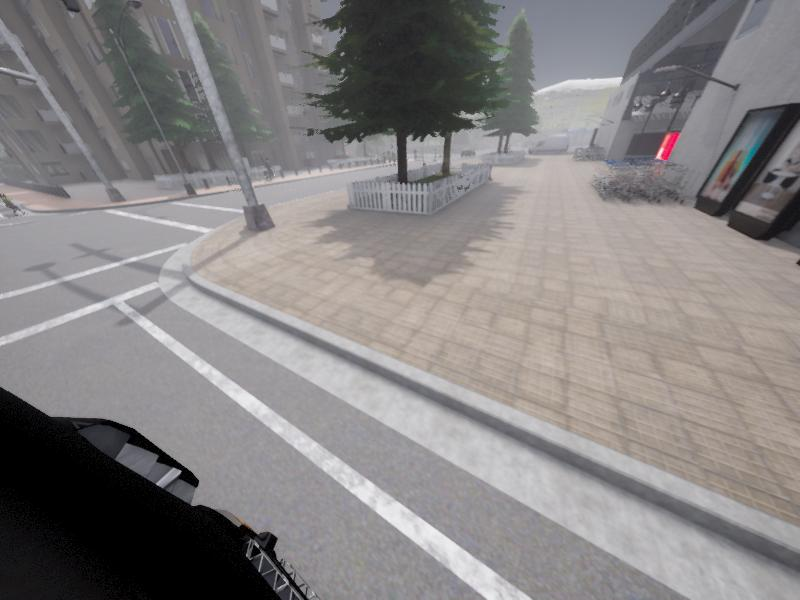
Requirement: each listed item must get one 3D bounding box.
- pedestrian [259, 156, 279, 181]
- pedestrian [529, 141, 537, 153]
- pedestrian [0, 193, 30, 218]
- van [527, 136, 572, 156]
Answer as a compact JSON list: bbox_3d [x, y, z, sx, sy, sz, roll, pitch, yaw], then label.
[{"bbox_3d":[-11.448,-11.488,20.243,0.751,1.860,0.751,15,37,25],"label":"pedestrian"},{"bbox_3d":[24.967,-28.769,43.491,0.751,1.860,0.751,8,35,16],"label":"pedestrian"},{"bbox_3d":[-19.918,-4.846,11.804,0.500,1.100,0.500,12,36,22],"label":"pedestrian"},{"bbox_3d":[25.322,-26.313,39.458,5.915,2.561,1.988,15,38,25],"label":"van"}]
